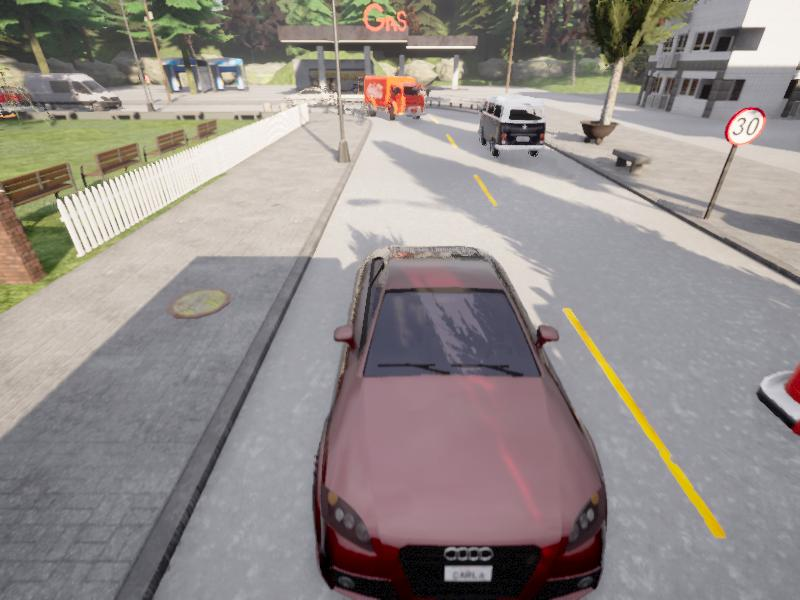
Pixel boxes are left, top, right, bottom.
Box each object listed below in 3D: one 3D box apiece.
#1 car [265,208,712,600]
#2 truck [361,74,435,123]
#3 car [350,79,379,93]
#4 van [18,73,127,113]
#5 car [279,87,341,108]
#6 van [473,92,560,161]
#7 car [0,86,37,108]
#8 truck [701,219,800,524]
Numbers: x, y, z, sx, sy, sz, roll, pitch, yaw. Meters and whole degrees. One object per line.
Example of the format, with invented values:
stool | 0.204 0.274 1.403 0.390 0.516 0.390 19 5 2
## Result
car | 0.394 0.417 3.934 1.994 1.385 4.181 0 30 0
truck | -0.290 -13.260 26.232 2.627 2.467 5.204 -13 33 -25
car | -4.511 -27.468 51.336 3.633 1.501 1.845 0 30 0
van | -24.776 -15.809 30.521 5.915 2.561 1.988 0 30 0
car | -7.616 -17.212 34.015 4.674 1.442 1.812 4 30 6
van | 4.443 -7.118 16.159 2.069 2.038 4.480 0 30 0
car | -33.998 -17.408 34.228 3.705 1.549 1.789 0 30 0
truck | 4.382 1.367 1.215 2.627 2.467 5.204 0 30 0
